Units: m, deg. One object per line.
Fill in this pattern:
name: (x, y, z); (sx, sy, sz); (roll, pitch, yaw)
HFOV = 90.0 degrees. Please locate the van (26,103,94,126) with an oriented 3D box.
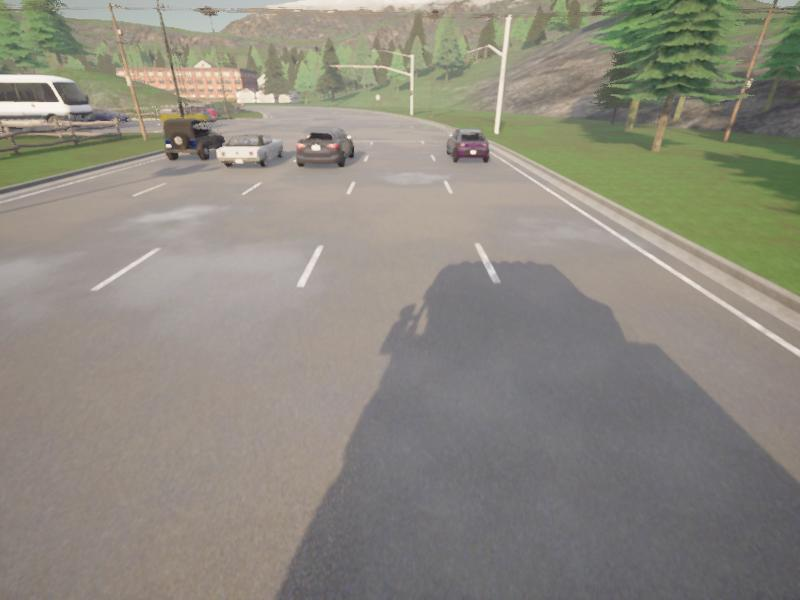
van: (-34.236, -18.768, 40.445); (4.480, 2.038, 2.069); (0, 27, -1)

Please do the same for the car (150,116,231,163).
car: (-10.540, -8.309, 20.525); (1.905, 1.878, 3.866); (0, 27, -1)

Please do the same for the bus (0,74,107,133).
bus: (-31.911, -16.599, 33.851); (10.273, 4.253, 3.944); (0, 27, -1)

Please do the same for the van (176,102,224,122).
van: (-23.422, -22.091, 47.009); (4.442, 1.987, 1.775); (-2, 27, -3)

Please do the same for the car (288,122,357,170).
car: (-3.533, -7.544, 19.334); (2.242, 1.667, 4.611); (1, 27, 2)

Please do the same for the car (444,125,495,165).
car: (3.450, -8.095, 20.663); (1.816, 1.474, 4.193); (0, 27, -1)

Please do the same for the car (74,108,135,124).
car: (-32.181, -20.133, 43.705); (4.792, 1.488, 2.163); (0, 27, -1)

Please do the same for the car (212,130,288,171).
car: (-7.016, -7.313, 19.272); (1.895, 1.301, 4.718); (0, 27, 0)

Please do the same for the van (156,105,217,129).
van: (-20.050, -17.332, 37.820); (4.442, 1.987, 1.775); (-3, 28, -6)
